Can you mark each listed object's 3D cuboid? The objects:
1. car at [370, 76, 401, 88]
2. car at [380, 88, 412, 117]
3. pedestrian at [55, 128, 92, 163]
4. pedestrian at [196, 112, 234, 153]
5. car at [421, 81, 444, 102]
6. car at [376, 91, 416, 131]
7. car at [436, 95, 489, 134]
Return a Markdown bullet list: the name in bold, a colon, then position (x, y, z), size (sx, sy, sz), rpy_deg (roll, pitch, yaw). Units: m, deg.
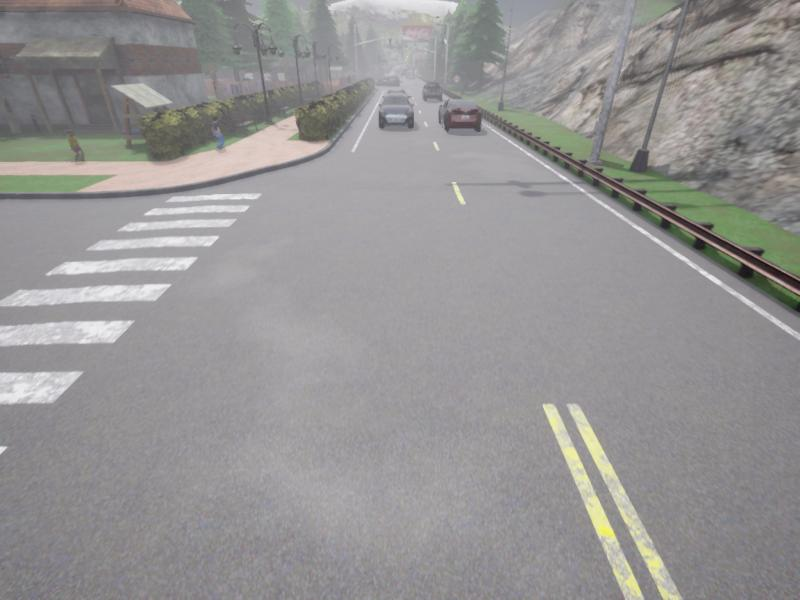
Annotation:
- **car**: position (-2.407, -36.575, 67.121), size (4.611, 1.667, 2.242), rpy_deg (13, 33, 21)
- **car**: position (-0.252, -14.394, 29.021), size (2.128, 1.511, 4.902), rpy_deg (0, 30, 0)
- **pedestrian**: position (-11.577, -5.481, 14.197), size (0.500, 1.100, 0.500), rpy_deg (3, 30, 4)
- **pedestrian**: position (-7.027, -6.404, 15.256), size (0.751, 1.300, 0.751), rpy_deg (18, 35, 28)
- **car**: position (3.183, -20.806, 39.859), size (1.851, 1.617, 3.988), rpy_deg (0, 30, 0)
- **car**: position (-0.216, -10.998, 23.116), size (2.033, 1.649, 4.856), rpy_deg (0, 30, 0)
- **car**: position (3.291, -10.378, 22.206), size (2.163, 1.488, 4.792), rpy_deg (0, 30, 0)
